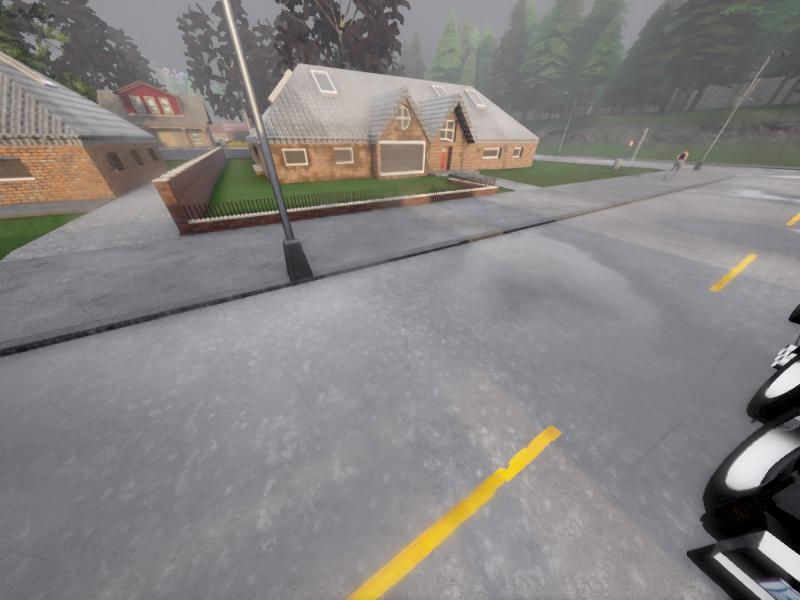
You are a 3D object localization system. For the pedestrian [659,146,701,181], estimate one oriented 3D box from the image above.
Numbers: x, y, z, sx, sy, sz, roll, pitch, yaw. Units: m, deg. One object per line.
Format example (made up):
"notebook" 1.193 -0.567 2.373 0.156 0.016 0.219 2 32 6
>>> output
"pedestrian" 18.079 -8.833 14.958 0.751 1.860 0.751 -9 36 -14

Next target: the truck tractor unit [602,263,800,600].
"truck tractor unit" 5.108 -0.304 0.786 6.516 4.208 3.053 -18 39 -24
